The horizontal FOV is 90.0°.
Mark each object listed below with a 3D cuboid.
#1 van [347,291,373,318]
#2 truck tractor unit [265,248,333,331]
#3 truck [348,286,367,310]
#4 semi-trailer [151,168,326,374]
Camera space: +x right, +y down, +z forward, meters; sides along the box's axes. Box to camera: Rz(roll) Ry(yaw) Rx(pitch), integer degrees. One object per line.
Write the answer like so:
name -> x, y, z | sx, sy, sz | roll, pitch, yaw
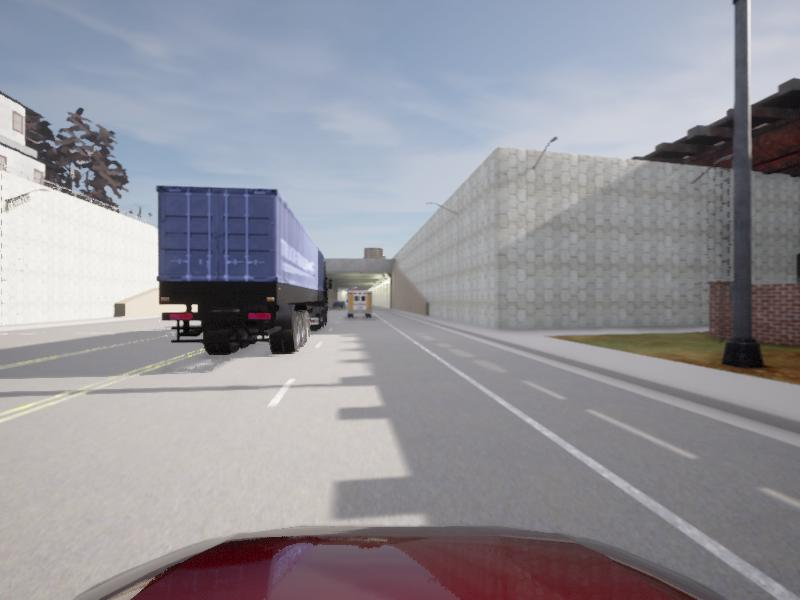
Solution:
van -> -3.982, 0.373, 39.293 | 2.351, 2.431, 6.366 | 0, 0, -7
truck tractor unit -> -5.702, -0.522, 23.670 | 3.053, 4.208, 6.516 | 0, 0, -7
truck -> -7.187, -0.327, 67.164 | 2.891, 3.827, 8.468 | 0, 0, -7
semi-trailer -> -4.801, -0.618, 15.804 | 2.717, 4.402, 14.254 | 0, 0, -7
